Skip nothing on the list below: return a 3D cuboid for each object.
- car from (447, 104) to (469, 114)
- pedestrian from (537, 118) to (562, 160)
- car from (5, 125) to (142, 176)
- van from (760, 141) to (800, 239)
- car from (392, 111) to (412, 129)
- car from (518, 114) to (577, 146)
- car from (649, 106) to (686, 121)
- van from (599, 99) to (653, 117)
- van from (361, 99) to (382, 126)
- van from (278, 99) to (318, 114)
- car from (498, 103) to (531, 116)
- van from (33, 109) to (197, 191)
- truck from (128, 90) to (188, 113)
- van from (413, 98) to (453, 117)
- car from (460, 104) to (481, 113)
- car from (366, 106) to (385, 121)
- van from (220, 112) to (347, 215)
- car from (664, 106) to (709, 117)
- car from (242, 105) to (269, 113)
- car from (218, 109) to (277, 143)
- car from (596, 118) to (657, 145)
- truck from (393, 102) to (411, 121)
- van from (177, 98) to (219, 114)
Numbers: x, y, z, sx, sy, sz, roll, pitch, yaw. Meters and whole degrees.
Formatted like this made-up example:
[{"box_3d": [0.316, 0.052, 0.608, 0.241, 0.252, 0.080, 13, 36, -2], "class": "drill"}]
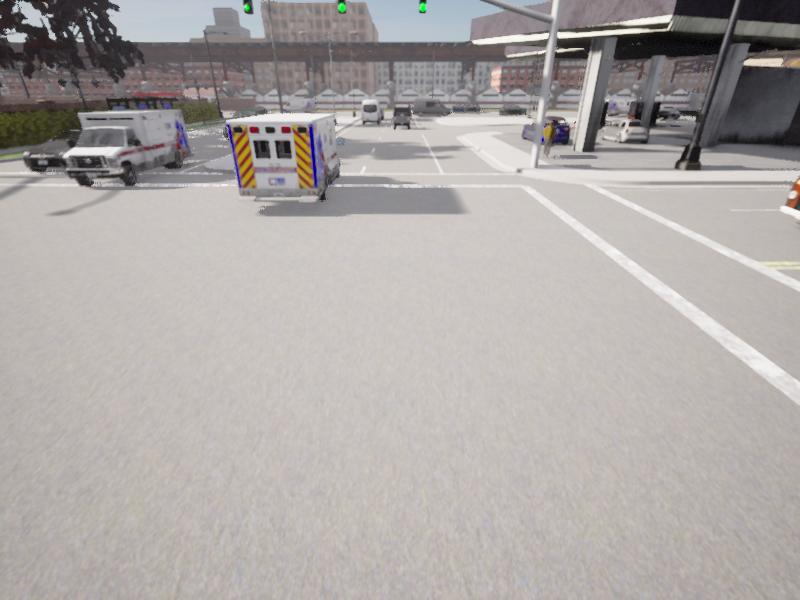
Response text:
[{"box_3d": [10.261, -33.984, 71.159, 3.705, 1.549, 1.789, 0, 27, 0], "class": "car"}, {"box_3d": [7.298, -7.888, 19.590, 0.751, 1.860, 0.751, 3, 27, 6], "class": "pedestrian"}, {"box_3d": [-14.901, -7.138, 18.803, 2.152, 1.651, 5.027, 0, 27, 0], "class": "car"}, {"box_3d": [11.669, -2.427, 9.119, 4.480, 2.038, 2.069, -1, 27, -1], "class": "van"}, {"box_3d": [0.197, -18.274, 40.588, 1.845, 1.501, 3.633, 0, 27, 0], "class": "car"}, {"box_3d": [9.845, -11.588, 27.129, 2.242, 1.667, 4.611, 0, 27, 1], "class": "car"}, {"box_3d": [35.076, -24.457, 52.472, 5.238, 1.638, 1.930, -18, 32, -32], "class": "car"}, {"box_3d": [34.597, -29.482, 61.394, 6.366, 2.431, 2.351, 3, 27, 6], "class": "van"}, {"box_3d": [-3.271, -21.896, 46.552, 1.988, 2.561, 5.915, 0, 27, 0], "class": "van"}, {"box_3d": [-18.078, -34.456, 71.170, 6.366, 2.431, 2.351, 0, 27, 0], "class": "van"}, {"box_3d": [18.539, -30.862, 64.820, 4.553, 1.767, 2.097, 0, 27, 0], "class": "car"}, {"box_3d": [-11.072, -6.441, 16.556, 2.351, 2.431, 6.366, -2, 27, -4], "class": "van"}, {"box_3d": [-44.730, -36.787, 74.148, 8.468, 3.827, 2.891, 1, 27, 0], "class": "truck"}, {"box_3d": [4.977, -29.657, 61.620, 5.915, 2.561, 1.988, 0, 27, 0], "class": "van"}, {"box_3d": [13.060, -35.573, 74.254, 3.633, 1.501, 1.845, 0, 27, 0], "class": "car"}, {"box_3d": [-3.245, -25.058, 53.720, 2.152, 1.651, 5.027, 0, 27, 0], "class": "car"}, {"box_3d": [-3.424, -4.934, 13.607, 2.351, 2.431, 6.366, 0, 27, 0], "class": "van"}, {"box_3d": [44.842, -29.628, 62.792, 5.357, 1.411, 2.033, 10, 29, 18], "class": "car"}, {"box_3d": [-26.922, -35.614, 74.586, 4.181, 1.385, 1.994, 0, 27, 0], "class": "car"}, {"box_3d": [-11.344, -13.245, 30.235, 2.150, 2.045, 5.566, 0, 27, 1], "class": "car"}, {"box_3d": [15.593, -11.786, 27.858, 1.970, 1.475, 3.806, 0, 27, 1], "class": "car"}, {"box_3d": [0.299, -25.582, 54.215, 2.390, 2.098, 6.274, 0, 27, 1], "class": "truck"}, {"box_3d": [-35.931, -34.575, 71.269, 5.915, 2.561, 1.988, 0, 27, 0], "class": "van"}]
